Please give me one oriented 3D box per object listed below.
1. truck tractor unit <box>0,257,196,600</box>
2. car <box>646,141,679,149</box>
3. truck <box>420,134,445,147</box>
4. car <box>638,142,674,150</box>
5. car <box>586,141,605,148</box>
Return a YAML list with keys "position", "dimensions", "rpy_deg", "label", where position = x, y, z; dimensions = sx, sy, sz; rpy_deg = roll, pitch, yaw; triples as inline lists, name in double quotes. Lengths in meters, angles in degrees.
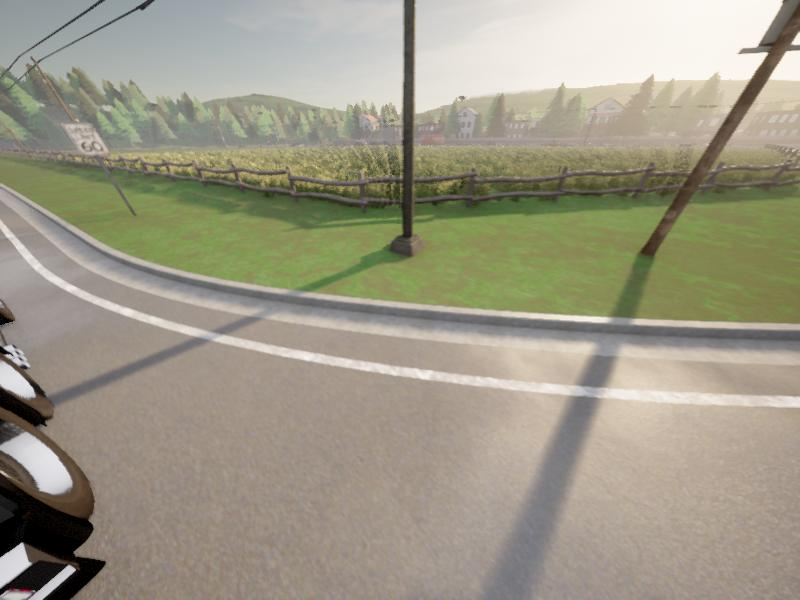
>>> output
- position: [-5.100, -0.310, 0.801]
  dimensions: [6.516, 4.208, 3.053]
  rpy_deg: [19, 39, 25]
  label: "truck tractor unit"
- position: [66.179, -39.169, 58.397]
  dimensions: [5.008, 1.535, 1.882]
  rpy_deg: [19, 39, 25]
  label: "car"
- position: [11.949, -58.672, 84.963]
  dimensions: [8.468, 3.827, 2.891]
  rpy_deg: [19, 39, 25]
  label: "truck"
- position: [60.375, -36.484, 54.585]
  dimensions: [5.366, 1.575, 1.801]
  rpy_deg: [19, 39, 25]
  label: "car"
- position: [56.386, -44.900, 66.709]
  dimensions: [3.633, 1.501, 1.845]
  rpy_deg: [19, 39, 25]
  label: "car"
